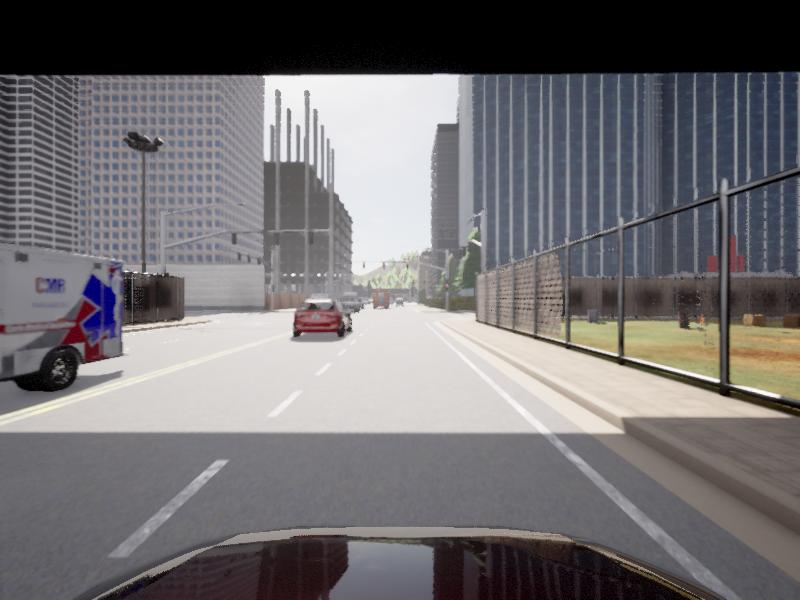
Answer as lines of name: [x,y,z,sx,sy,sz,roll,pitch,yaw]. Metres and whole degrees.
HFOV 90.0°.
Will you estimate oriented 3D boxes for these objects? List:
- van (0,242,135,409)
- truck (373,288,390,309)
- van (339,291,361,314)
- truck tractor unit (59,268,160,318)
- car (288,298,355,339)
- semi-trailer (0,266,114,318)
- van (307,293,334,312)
van: [-7.003,0.376,5.625,2.351,2.431,6.366,0,0,0]
truck: [-3.505,-0.348,77.413,2.891,3.827,8.468,0,0,0]
van: [-6.070,0.290,47.769,1.988,2.561,5.915,0,0,-13]
truck tractor unit: [-25.115,-0.583,34.821,6.516,4.208,3.053,0,0,0]
car: [-3.481,0.750,18.646,2.242,1.667,4.611,0,0,0]
semi-trailer: [-33.027,-0.685,34.828,14.254,4.402,2.717,0,0,0]
van: [-10.509,0.359,53.666,2.351,2.431,6.366,0,0,0]
